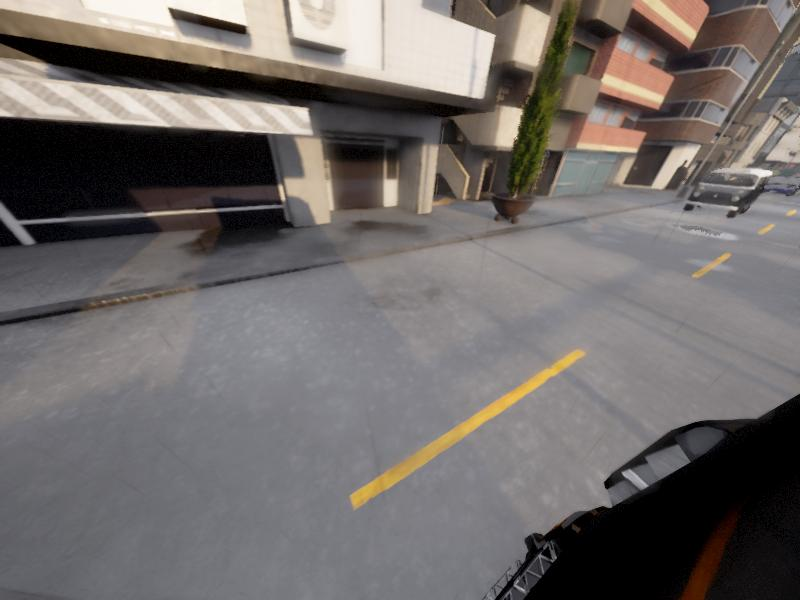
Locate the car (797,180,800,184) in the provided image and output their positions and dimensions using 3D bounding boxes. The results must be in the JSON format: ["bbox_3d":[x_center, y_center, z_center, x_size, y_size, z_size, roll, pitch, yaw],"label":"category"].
[{"bbox_3d":[63.708,-18.654,35.619,4.193,1.474,1.816,-16,38,-26],"label":"car"}]

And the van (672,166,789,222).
[{"bbox_3d":[16.467,-5.416,11.563,4.480,2.038,2.069,-16,38,-26],"label":"van"}]

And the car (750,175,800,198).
[{"bbox_3d":[34.090,-10.210,20.637,4.792,1.488,2.163,-16,38,-26],"label":"car"}]
